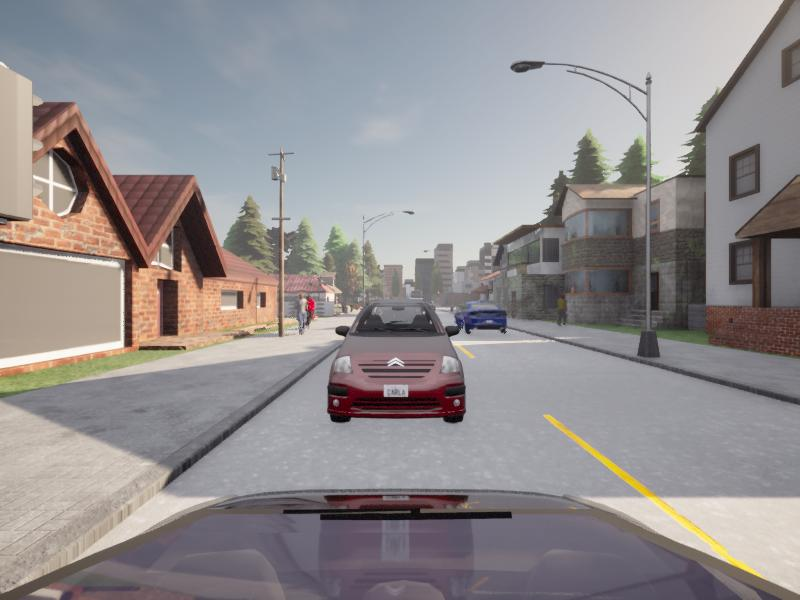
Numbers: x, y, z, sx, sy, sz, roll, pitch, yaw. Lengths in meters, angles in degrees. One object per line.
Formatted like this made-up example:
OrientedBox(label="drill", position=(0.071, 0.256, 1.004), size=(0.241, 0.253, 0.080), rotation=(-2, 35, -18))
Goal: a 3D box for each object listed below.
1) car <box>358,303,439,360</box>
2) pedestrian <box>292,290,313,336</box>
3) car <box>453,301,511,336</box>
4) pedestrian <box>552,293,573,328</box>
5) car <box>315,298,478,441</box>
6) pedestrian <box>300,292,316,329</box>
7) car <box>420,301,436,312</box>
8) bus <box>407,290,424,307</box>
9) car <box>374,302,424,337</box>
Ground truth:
OrientedBox(label="car", position=(-0.034, 0.851, 13.091), size=(2.163, 1.488, 4.792), rotation=(0, 0, 0))
OrientedBox(label="pedestrian", position=(-4.087, 0.533, 16.678), size=(0.751, 1.860, 0.751), rotation=(0, 0, -22))
OrientedBox(label="car", position=(3.970, 0.823, 20.236), size=(1.882, 1.535, 5.008), rotation=(0, 0, 0))
OrientedBox(label="pedestrian", position=(8.798, 0.533, 21.615), size=(0.751, 1.860, 0.751), rotation=(0, 0, -13))
OrientedBox(label="car", position=(-0.037, 0.788, 6.528), size=(1.851, 1.617, 3.988), rotation=(0, 0, 0))
OrientedBox(label="pedestrian", position=(-4.749, 0.533, 20.616), size=(0.751, 1.860, 0.751), rotation=(0, 0, -10))
OrientedBox(label="car", position=(3.988, 0.853, 56.835), size=(1.970, 1.475, 3.806), rotation=(0, 0, 0))
OrientedBox(label="bus", position=(3.886, -0.319, 104.519), size=(3.944, 4.253, 10.273), rotation=(0, 0, 0))
OrientedBox(label="car", position=(-0.032, 0.851, 19.557), size=(2.163, 1.488, 4.792), rotation=(0, 0, 0))
